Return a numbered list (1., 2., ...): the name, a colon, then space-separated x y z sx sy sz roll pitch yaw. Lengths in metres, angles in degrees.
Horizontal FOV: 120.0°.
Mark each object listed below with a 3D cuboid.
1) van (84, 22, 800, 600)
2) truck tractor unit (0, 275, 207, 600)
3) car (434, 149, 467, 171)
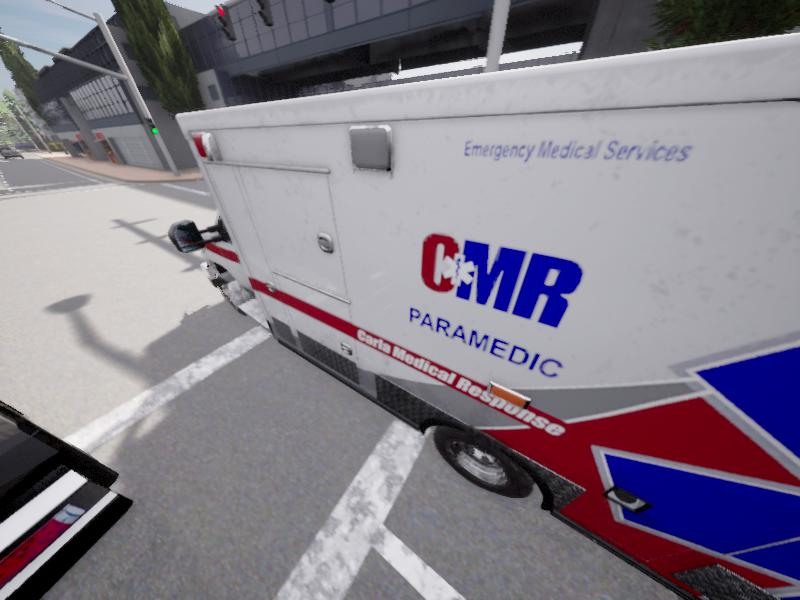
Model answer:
1. van: -0.014 -0.465 2.537 6.366 2.431 2.351 20 40 26
2. truck tractor unit: -5.265 -0.105 0.513 6.516 4.208 3.053 11 36 16
3. car: 4.756 -13.044 21.391 1.994 1.385 4.181 13 37 18
